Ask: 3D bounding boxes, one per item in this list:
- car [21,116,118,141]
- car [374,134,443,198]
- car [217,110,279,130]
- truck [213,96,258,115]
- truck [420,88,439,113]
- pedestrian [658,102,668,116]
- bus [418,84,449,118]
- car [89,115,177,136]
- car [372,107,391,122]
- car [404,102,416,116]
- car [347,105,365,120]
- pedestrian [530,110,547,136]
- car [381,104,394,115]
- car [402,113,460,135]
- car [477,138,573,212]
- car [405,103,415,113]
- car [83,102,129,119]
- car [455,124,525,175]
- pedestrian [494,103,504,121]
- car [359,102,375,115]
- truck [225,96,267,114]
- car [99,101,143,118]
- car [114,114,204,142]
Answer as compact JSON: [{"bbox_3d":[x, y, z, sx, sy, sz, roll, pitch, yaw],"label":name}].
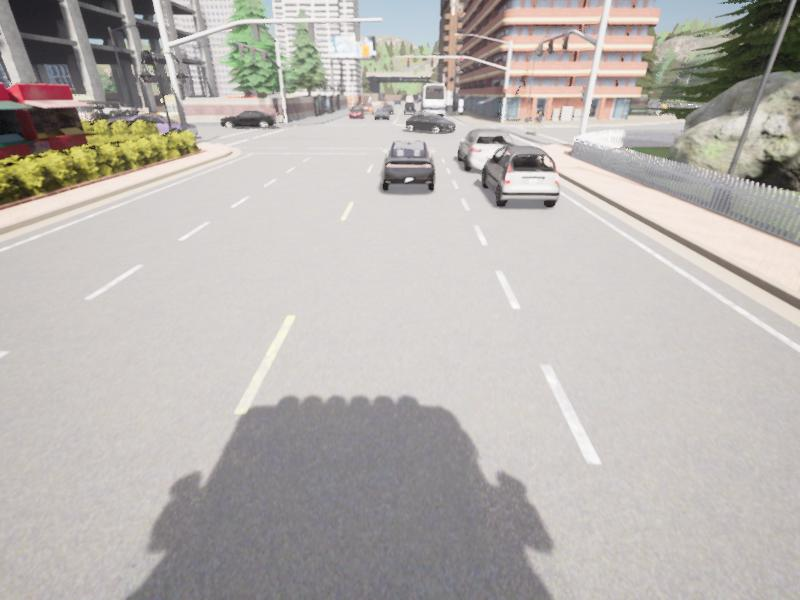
[{"bbox_3d":[-23.321,-12.208,28.421,4.792,1.488,2.163,1,27,1],"label":"car"},{"bbox_3d":[0.326,-5.134,14.897,2.128,1.511,4.902,1,27,1],"label":"car"},{"bbox_3d":[-14.210,-16.988,37.675,5.008,1.535,1.882,-4,28,-7],"label":"car"},{"bbox_3d":[-24.355,-28.899,59.482,5.204,2.467,2.615,1,27,1],"label":"truck"},{"bbox_3d":[5.275,-36.046,72.337,2.891,3.827,8.468,1,27,1],"label":"truck"},{"bbox_3d":[37.792,-27.473,57.503,0.751,1.860,0.751,10,29,18],"label":"pedestrian"},{"bbox_3d":[4.869,-30.413,60.944,3.944,4.253,10.273,1,27,1],"label":"bus"},{"bbox_3d":[-20.903,-13.751,31.521,5.357,1.411,2.033,1,27,1],"label":"car"},{"bbox_3d":[-2.278,-23.697,51.015,2.033,1.411,5.357,1,27,1],"label":"car"},{"bbox_3d":[1.548,-30.611,63.920,1.905,1.878,3.866,1,27,1],"label":"car"},{"bbox_3d":[-5.733,-24.794,52.895,1.851,1.617,3.988,1,27,1],"label":"car"},{"bbox_3d":[10.891,-13.928,31.450,0.751,1.860,0.751,-3,27,-7],"label":"pedestrian"},{"bbox_3d":[-1.934,-30.885,64.836,1.837,1.490,4.892,1,27,1],"label":"car"},{"bbox_3d":[2.539,-15.109,34.225,1.837,1.490,4.892,-25,36,-38],"label":"car"},{"bbox_3d":[3.780,-4.172,12.944,1.851,1.617,3.988,1,27,1],"label":"car"},{"bbox_3d":[1.752,-34.736,72.278,1.801,1.575,5.366,1,27,1],"label":"car"},{"bbox_3d":[-36.240,-23.428,49.384,3.866,1.878,1.905,1,27,1],"label":"car"},{"bbox_3d":[3.941,-7.065,18.485,2.242,1.667,4.611,1,27,1],"label":"car"},{"bbox_3d":[11.633,-22.158,47.198,0.751,1.860,0.751,-2,27,-4],"label":"pedestrian"},{"bbox_3d":[-5.399,-31.748,66.184,2.097,1.767,4.553,1,27,1],"label":"car"},{"bbox_3d":[-24.266,-30.874,63.313,5.204,2.467,2.615,1,27,1],"label":"truck"},{"bbox_3d":[-36.180,-24.775,51.998,3.866,1.878,1.905,1,27,1],"label":"car"},{"bbox_3d":[-16.897,-12.214,28.301,4.856,1.649,2.033,1,27,1],"label":"car"}]
